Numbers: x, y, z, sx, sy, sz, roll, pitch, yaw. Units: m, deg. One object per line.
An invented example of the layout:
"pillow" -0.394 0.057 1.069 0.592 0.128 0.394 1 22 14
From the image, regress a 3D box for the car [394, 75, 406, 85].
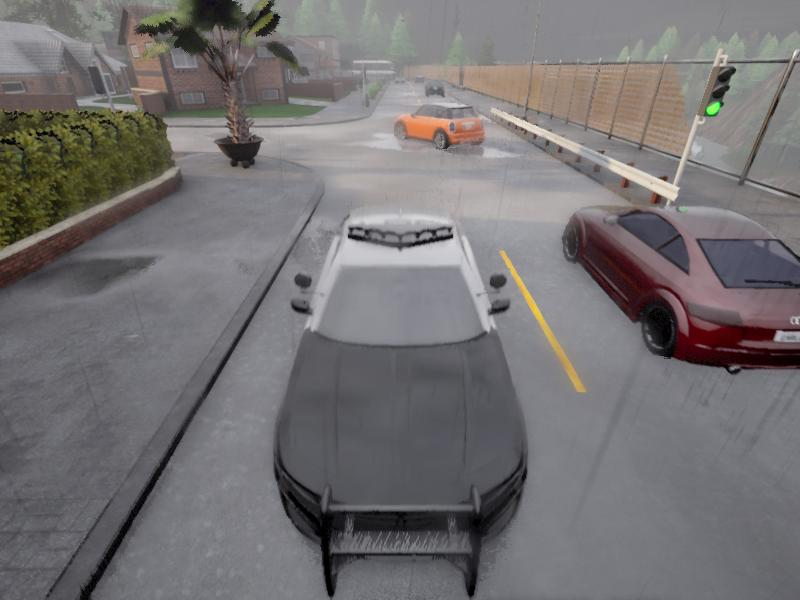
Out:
"car" -0.019 -43.581 79.330 2.152 1.651 5.027 0 30 0

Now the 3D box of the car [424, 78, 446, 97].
"car" 3.990 -24.794 46.704 2.097 1.767 4.553 0 30 0

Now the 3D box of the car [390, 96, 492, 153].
"car" 1.635 -7.961 17.875 2.097 1.767 4.553 -18 35 -28

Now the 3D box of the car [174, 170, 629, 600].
"car" 0.005 0.013 4.370 1.930 1.638 5.238 0 30 0

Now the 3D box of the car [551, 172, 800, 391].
"car" 4.004 -0.667 5.806 1.994 1.385 4.181 0 30 0

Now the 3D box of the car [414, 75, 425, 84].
"car" 3.979 -45.473 82.375 1.882 1.535 5.008 0 30 0

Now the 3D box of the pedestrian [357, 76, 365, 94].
"pedestrian" -4.701 -26.184 48.763 0.751 1.860 0.751 5 31 8
